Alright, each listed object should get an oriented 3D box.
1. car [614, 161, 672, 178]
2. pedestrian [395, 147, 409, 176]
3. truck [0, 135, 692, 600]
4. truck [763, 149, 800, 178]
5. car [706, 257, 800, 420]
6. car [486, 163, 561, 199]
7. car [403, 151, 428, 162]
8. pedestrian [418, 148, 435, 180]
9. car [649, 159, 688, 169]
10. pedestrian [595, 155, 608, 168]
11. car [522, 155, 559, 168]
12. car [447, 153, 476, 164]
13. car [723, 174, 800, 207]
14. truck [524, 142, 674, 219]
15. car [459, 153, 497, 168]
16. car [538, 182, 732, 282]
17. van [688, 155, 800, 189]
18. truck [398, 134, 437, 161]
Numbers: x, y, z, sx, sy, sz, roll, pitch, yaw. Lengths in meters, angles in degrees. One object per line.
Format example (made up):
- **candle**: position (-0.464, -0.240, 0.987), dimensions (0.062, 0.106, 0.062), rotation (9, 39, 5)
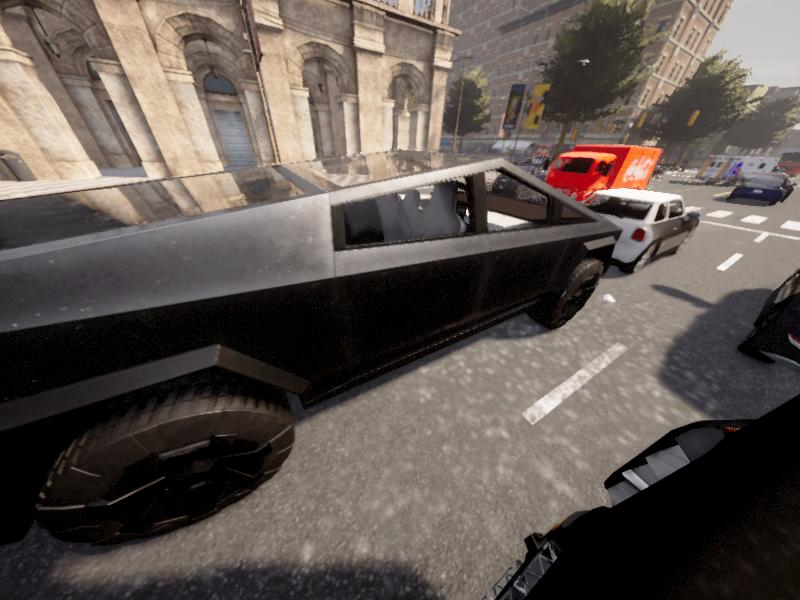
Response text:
- **car**: position (31.045, -16.826, 29.684), dimensions (1.812, 1.442, 4.674), rotation (-16, 38, -26)
- **pedestrian**: position (0.104, -10.436, 17.452), dimensions (0.751, 1.860, 0.751), rotation (-10, 36, -18)
- **truck**: position (-0.063, -0.469, 2.667), dimensions (6.274, 2.098, 2.390), rotation (-16, 38, -26)
- **truck**: position (66.180, -23.038, 39.086), dimensions (8.468, 3.827, 2.891), rotation (-16, 38, -26)
- **car**: position (6.338, 0.088, 2.673), dimensions (4.856, 1.649, 2.033), rotation (-16, 38, -26)
- **car**: position (7.049, -6.900, 13.237), dimensions (3.633, 1.501, 1.845), rotation (-18, 39, -28)
- **car**: position (2.594, -24.744, 39.785), dimensions (1.895, 1.301, 4.718), rotation (-16, 38, -26)
- **pedestrian**: position (1.825, -9.481, 16.138), dimensions (0.751, 1.860, 0.751), rotation (-13, 37, -21)
- **car**: position (59.922, -30.477, 51.754), dimensions (1.930, 1.638, 5.238), rotation (-11, 36, -19)
- **pedestrian**: position (33.923, -23.307, 38.853), dimensions (0.751, 1.860, 0.751), rotation (-12, 36, -20)
- **car**: position (23.981, -23.902, 39.716), dimensions (2.038, 1.542, 4.974), rotation (-16, 38, -26)
- **car**: position (10.517, -24.373, 39.754), dimensions (1.895, 1.301, 4.718), rotation (-16, 38, -26)
- **car**: position (22.820, -6.940, 14.463), dimensions (4.181, 1.385, 1.994), rotation (-16, 38, -26)
- **truck**: position (8.819, -5.489, 10.402), dimensions (5.204, 2.467, 2.627), rotation (-16, 38, -26)
- **car**: position (11.033, -20.059, 33.154), dimensions (2.128, 1.511, 4.902), rotation (-16, 38, -26)
- **car**: position (5.819, -1.952, 5.821), dimensions (3.806, 1.475, 1.970), rotation (-17, 38, -26)
- **van**: position (32.877, -12.281, 22.134), dimensions (6.366, 2.431, 2.351), rotation (3, 34, 1)
- **truck**: position (2.995, -29.045, 43.966), dimensions (2.891, 3.827, 8.468), rotation (-16, 38, -26)
